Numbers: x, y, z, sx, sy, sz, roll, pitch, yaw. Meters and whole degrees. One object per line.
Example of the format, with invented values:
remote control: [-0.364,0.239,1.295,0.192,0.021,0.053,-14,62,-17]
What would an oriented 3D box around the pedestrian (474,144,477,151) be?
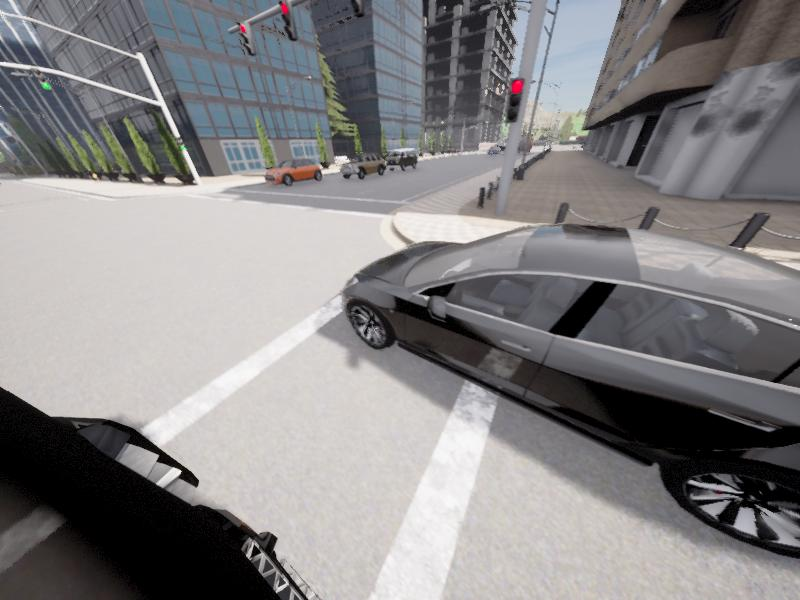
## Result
pedestrian: [25.985,-52.521,79.647,0.751,1.860,0.751,21,40,31]

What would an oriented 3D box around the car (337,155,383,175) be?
car: [-4.121,-14.563,24.845,2.128,1.511,4.902,16,38,26]

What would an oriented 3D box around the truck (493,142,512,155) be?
truck: [22.209,-32.738,49.967,2.390,2.098,6.274,16,38,26]

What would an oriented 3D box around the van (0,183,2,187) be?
van: [-53.561,-15.630,29.624,4.442,1.987,1.775,19,39,29]

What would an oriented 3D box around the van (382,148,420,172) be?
van: [0.262,-15.240,25.078,2.069,2.038,4.480,16,38,26]

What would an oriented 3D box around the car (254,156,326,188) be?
car: [-8.594,-10.374,18.562,2.097,1.767,4.553,17,38,27]

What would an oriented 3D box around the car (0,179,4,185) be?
car: [-58.744,-17.140,32.695,4.514,1.525,2.007,16,38,26]

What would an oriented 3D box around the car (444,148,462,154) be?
car: [16.154,-45.369,70.337,4.718,1.301,1.895,16,38,26]

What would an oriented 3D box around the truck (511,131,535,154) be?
truck: [26.820,-34.218,50.308,2.891,3.827,8.468,16,37,26]

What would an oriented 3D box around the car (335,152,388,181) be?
car: [-3.180,-11.837,20.317,1.932,1.855,4.605,16,38,26]

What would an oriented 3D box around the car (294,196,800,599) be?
car: [1.441,0.041,2.467,4.792,1.488,2.163,20,39,30]

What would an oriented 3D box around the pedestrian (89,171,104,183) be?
pedestrian: [-34.299,-13.867,26.077,0.500,1.100,0.500,15,38,25]

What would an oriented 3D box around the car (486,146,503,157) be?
car: [18.272,-28.668,44.593,1.882,1.535,5.008,16,38,26]
